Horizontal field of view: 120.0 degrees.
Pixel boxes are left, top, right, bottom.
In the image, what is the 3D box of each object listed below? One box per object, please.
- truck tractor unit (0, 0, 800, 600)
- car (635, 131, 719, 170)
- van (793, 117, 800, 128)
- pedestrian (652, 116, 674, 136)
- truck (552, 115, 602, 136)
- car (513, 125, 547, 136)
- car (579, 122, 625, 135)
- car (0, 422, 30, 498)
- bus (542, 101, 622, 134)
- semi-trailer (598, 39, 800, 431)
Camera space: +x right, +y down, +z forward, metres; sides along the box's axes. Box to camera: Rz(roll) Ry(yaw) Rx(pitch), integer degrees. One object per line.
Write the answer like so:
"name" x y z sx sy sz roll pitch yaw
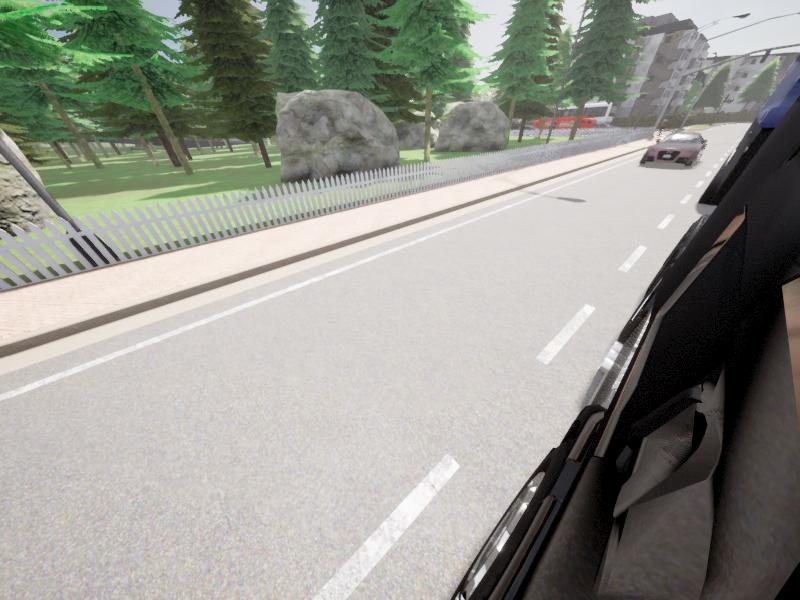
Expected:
"truck tractor unit" 2.645 -0.295 0.351 6.516 4.208 3.053 -28 44 -30
"car" 14.847 -8.108 12.393 4.181 1.385 1.994 -27 43 -29
"van" 58.629 -25.816 32.399 6.366 2.431 2.351 -29 44 -30
"pedestrian" 30.659 -20.300 26.975 0.751 1.860 0.751 9 38 15
"truck" 27.675 -27.358 36.378 2.627 2.467 5.204 -26 43 -28
"car" 23.188 -30.316 41.426 1.837 1.490 4.892 -26 43 -28
"car" 31.962 -27.224 36.729 2.128 1.511 4.902 -26 43 -28
"car" -4.473 1.839 0.128 3.988 1.617 1.851 -27 43 -29
"bus" 33.426 -33.923 43.295 3.944 4.253 10.273 -26 43 -28
"semi-trailer" 8.706 -3.602 4.216 14.254 4.402 2.717 -28 44 -30
